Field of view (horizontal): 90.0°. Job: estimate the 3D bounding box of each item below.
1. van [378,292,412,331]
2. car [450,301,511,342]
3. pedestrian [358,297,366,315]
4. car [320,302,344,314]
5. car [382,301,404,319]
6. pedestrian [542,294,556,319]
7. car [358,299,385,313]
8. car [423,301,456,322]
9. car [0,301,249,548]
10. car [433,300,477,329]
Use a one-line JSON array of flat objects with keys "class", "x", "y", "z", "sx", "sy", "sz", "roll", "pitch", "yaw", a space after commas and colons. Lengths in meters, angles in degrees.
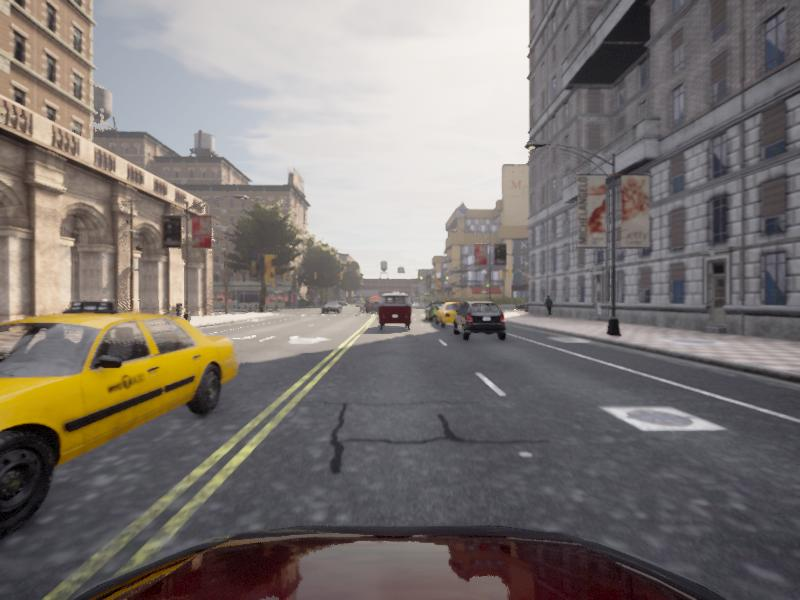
[{"class": "van", "x": -0.297, "y": 0.593, "z": 23.031, "sx": 1.775, "sy": 1.987, "sz": 4.442, "roll": 0, "pitch": 0, "yaw": -1}, {"class": "car", "x": 3.308, "y": 0.810, "z": 17.143, "sx": 1.789, "sy": 1.549, "sz": 3.705, "roll": 0, "pitch": 0, "yaw": -1}, {"class": "pedestrian", "x": -3.953, "y": 0.625, "z": 41.193, "sx": 0.751, "sy": 1.860, "sz": 0.751, "roll": 0, "pitch": 0, "yaw": -1}, {"class": "car", "x": -7.869, "y": 0.894, "z": 46.702, "sx": 1.994, "sy": 1.385, "sz": 4.181, "roll": 0, "pitch": 0, "yaw": 0}, {"class": "car", "x": -0.658, "y": 0.844, "z": 35.721, "sx": 1.816, "sy": 1.474, "sz": 4.193, "roll": 0, "pitch": 0, "yaw": -3}, {"class": "pedestrian", "x": 11.285, "y": 0.476, "z": 30.277, "sx": 0.751, "sy": 1.860, "sz": 0.751, "roll": 0, "pitch": 0, "yaw": -5}, {"class": "car", "x": -3.659, "y": 0.741, "z": 50.547, "sx": 2.242, "sy": 1.667, "sz": 4.611, "roll": 0, "pitch": 0, "yaw": -20}, {"class": "car", "x": 3.013, "y": 0.819, "z": 31.053, "sx": 2.007, "sy": 1.525, "sz": 4.514, "roll": 0, "pitch": 0, "yaw": -1}, {"class": "car", "x": -3.492, "y": 0.800, "z": 4.258, "sx": 1.801, "sy": 1.575, "sz": 5.366, "roll": 0, "pitch": 0, "yaw": -1}, {"class": "car", "x": 3.187, "y": 0.794, "z": 24.178, "sx": 1.801, "sy": 1.575, "sz": 5.366, "roll": 0, "pitch": 0, "yaw": -1}]
